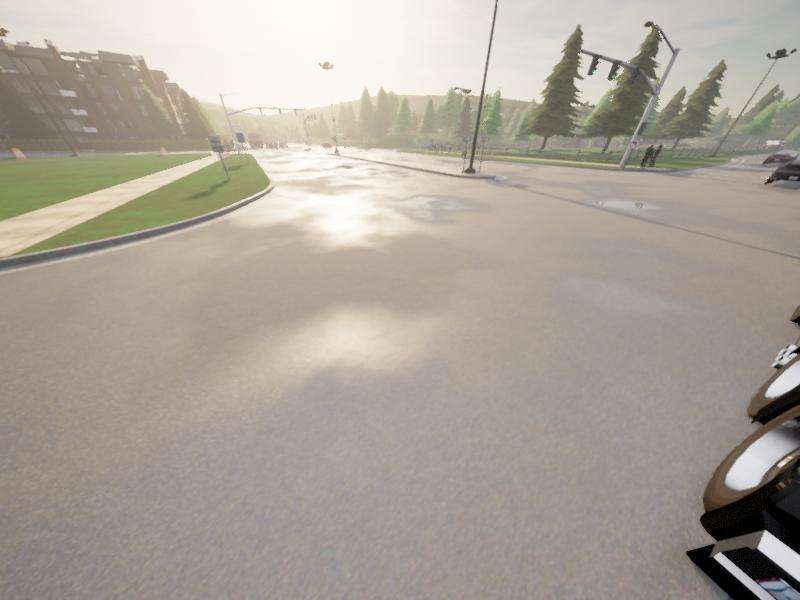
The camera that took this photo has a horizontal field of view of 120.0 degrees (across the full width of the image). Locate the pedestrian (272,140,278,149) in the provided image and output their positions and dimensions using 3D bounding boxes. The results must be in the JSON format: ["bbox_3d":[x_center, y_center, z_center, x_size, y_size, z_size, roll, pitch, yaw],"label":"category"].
[{"bbox_3d":[-32.465,-40.348,60.031,0.751,1.860,0.751,-22,40,-28],"label":"pedestrian"}]

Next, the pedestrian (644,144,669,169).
[{"bbox_3d":[23.491,-13.174,21.173,0.751,1.860,0.751,29,44,34],"label":"pedestrian"}]

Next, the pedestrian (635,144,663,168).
[{"bbox_3d":[22.931,-13.289,21.332,0.751,1.860,0.751,-7,36,-11],"label":"pedestrian"}]

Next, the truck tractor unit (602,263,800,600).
[{"bbox_3d":[5.108,-0.303,0.783,6.516,4.208,3.053,-18,39,-24],"label":"truck tractor unit"}]

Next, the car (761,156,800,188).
[{"bbox_3d":[25.565,-8.168,14.627,4.892,1.490,1.837,-18,39,-24],"label":"car"}]

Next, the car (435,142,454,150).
[{"bbox_3d":[12.081,-41.914,62.863,4.856,1.649,2.033,-18,39,-24],"label":"car"}]

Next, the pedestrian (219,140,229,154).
[{"bbox_3d":[-28.913,-25.176,37.997,0.751,1.860,0.751,-17,38,-23],"label":"pedestrian"}]

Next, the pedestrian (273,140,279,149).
[{"bbox_3d":[-31.616,-39.690,59.092,0.751,1.860,0.751,-22,41,-29],"label":"pedestrian"}]

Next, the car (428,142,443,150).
[{"bbox_3d":[10.001,-43.499,65.226,3.988,1.617,1.851,-18,39,-24],"label":"car"}]

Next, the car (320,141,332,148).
[{"bbox_3d":[-22.870,-47.869,71.146,1.930,1.638,5.238,-18,39,-25],"label":"car"}]

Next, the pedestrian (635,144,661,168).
[{"bbox_3d":[23.361,-13.616,21.806,0.751,1.860,0.751,-15,38,-21],"label":"pedestrian"}]

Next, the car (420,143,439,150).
[{"bbox_3d":[8.617,-45.276,67.934,5.027,1.651,2.152,-18,39,-24],"label":"car"}]

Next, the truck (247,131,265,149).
[{"bbox_3d":[-41.283,-45.887,66.241,2.891,3.827,8.468,-18,39,-25],"label":"truck"}]
